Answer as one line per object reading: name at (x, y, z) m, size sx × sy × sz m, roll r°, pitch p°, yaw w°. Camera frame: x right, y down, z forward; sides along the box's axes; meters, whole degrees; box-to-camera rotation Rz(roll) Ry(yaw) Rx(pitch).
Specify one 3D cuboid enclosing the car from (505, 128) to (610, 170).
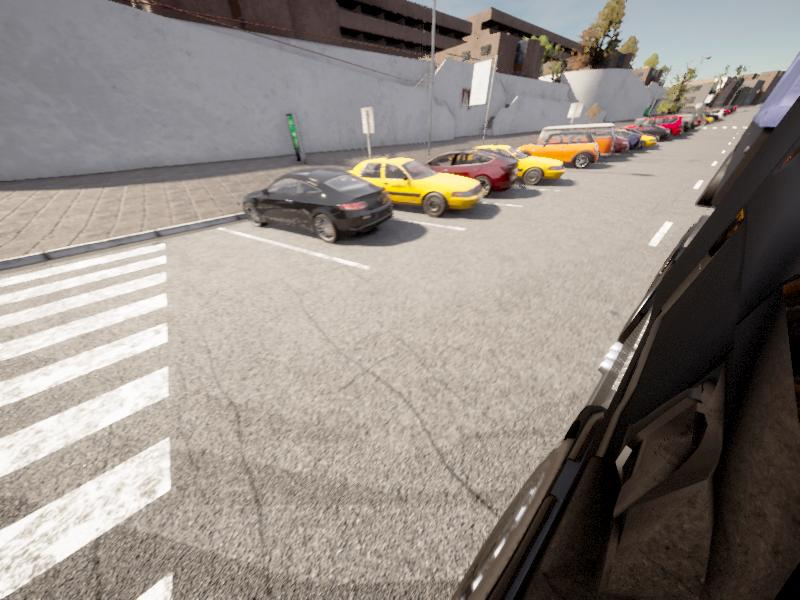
car at (9.003, -8.918, 13.646) m, size 4.553 × 1.767 × 2.185 m, roll 17°, pitch 41°, yaw 25°

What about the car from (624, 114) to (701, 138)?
car at (31.824, -21.319, 28.360) m, size 5.566 × 2.045 × 2.435 m, roll 17°, pitch 41°, yaw 25°

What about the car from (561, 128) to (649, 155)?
car at (15.807, -12.458, 18.226) m, size 4.792 × 1.488 × 2.163 m, roll 17°, pitch 41°, yaw 25°

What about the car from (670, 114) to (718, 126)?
car at (56.838, -34.887, 44.802) m, size 5.366 × 1.575 × 1.946 m, roll 17°, pitch 42°, yaw 25°

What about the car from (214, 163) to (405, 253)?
car at (-2.426, -2.751, 6.288) m, size 4.674 × 1.452 × 2.002 m, roll 17°, pitch 41°, yaw 25°

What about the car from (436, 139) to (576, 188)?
car at (4.579, -6.362, 10.669) m, size 5.366 × 1.575 × 1.946 m, roll 17°, pitch 40°, yaw 25°

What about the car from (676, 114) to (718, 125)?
car at (59.297, -36.065, 46.230) m, size 4.674 × 1.452 × 2.002 m, roll 17°, pitch 41°, yaw 25°

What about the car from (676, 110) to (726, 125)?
car at (61.609, -37.547, 47.518) m, size 5.566 × 2.045 × 2.435 m, roll 17°, pitch 41°, yaw 25°

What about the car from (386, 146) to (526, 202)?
car at (2.109, -5.184, 9.281) m, size 4.792 × 1.488 × 2.163 m, roll 17°, pitch 41°, yaw 25°

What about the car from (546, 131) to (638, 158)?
car at (13.554, -11.222, 16.732) m, size 4.674 × 1.452 × 2.002 m, roll 17°, pitch 41°, yaw 25°

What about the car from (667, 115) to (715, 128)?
car at (52.437, -32.308, 41.783) m, size 4.792 × 1.488 × 2.163 m, roll 17°, pitch 41°, yaw 25°

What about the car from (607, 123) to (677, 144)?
car at (24.969, -17.367, 24.130) m, size 4.674 × 1.452 × 2.002 m, roll 17°, pitch 41°, yaw 25°

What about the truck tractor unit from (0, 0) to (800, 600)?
truck tractor unit at (2.645, -0.295, 0.351) m, size 6.516 × 4.208 × 3.053 m, roll -28°, pitch 44°, yaw -30°

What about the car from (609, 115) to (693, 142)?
car at (27.207, -18.845, 25.441) m, size 5.566 × 2.045 × 2.435 m, roll 17°, pitch 41°, yaw 25°

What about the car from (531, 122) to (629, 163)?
car at (11.365, -10.194, 15.049) m, size 4.442 × 1.987 × 1.878 m, roll 17°, pitch 40°, yaw 25°

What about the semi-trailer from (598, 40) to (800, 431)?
semi-trailer at (8.700, -3.580, 4.260) m, size 14.254 × 4.402 × 2.717 m, roll -28°, pitch 44°, yaw -30°

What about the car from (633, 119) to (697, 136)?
car at (34.095, -22.360, 29.983) m, size 4.892 × 1.521 × 2.231 m, roll 17°, pitch 41°, yaw 25°

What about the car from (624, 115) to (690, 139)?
car at (29.621, -20.034, 26.869) m, size 4.442 × 1.987 × 1.878 m, roll 17°, pitch 41°, yaw 25°

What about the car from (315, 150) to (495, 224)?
car at (0.013, -3.950, 7.680) m, size 5.366 × 1.575 × 1.946 m, roll 17°, pitch 40°, yaw 25°

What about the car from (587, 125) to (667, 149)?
car at (20.428, -14.901, 21.165) m, size 4.792 × 1.488 × 2.163 m, roll 17°, pitch 41°, yaw 25°

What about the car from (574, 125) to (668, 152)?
car at (18.281, -13.660, 19.603) m, size 5.366 × 1.575 × 1.946 m, roll 17°, pitch 41°, yaw 25°
